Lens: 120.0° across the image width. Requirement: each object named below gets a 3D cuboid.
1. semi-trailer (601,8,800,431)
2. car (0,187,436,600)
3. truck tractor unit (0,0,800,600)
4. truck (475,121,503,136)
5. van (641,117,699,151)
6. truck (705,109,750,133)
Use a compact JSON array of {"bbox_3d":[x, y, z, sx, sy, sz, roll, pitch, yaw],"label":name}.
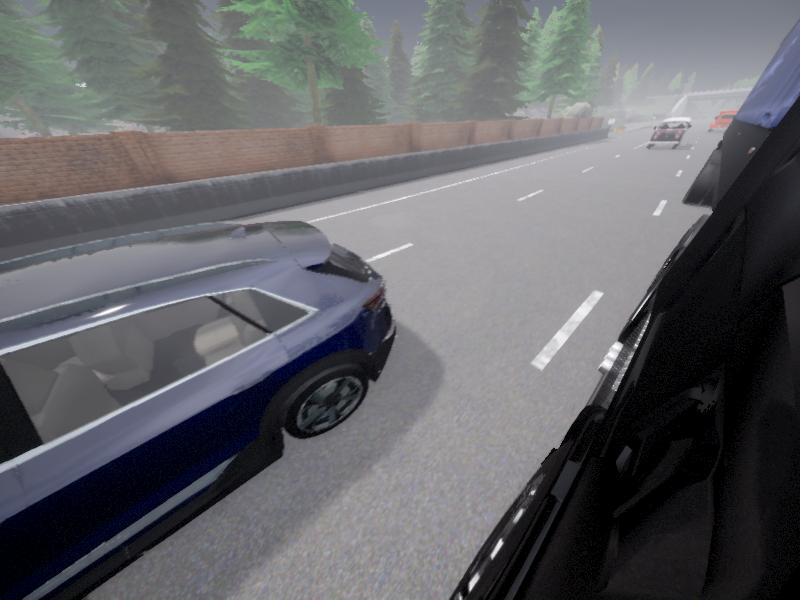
[{"bbox_3d":[8.540,-3.700,4.389,14.254,4.402,2.717,-30,44,-31],"label":"semi-trailer"},{"bbox_3d":[-2.244,0.649,1.585,4.856,1.649,2.033,-27,43,-29],"label":"car"},{"bbox_3d":[2.645,-0.295,0.351,6.516,4.208,3.053,-28,44,-30],"label":"truck tractor unit"},{"bbox_3d":[20.590,-39.765,53.589,2.627,2.467,5.204,-30,44,-32],"label":"truck"},{"bbox_3d":[21.866,-13.479,18.706,4.480,2.038,2.069,-31,45,-33],"label":"van"},{"bbox_3d":[46.085,-25.283,32.674,5.204,2.467,2.627,-31,45,-33],"label":"truck"}]
